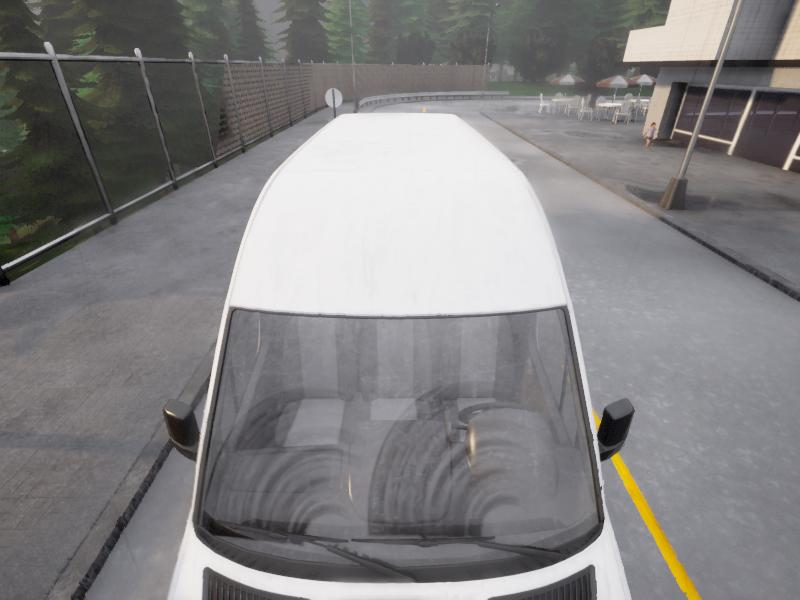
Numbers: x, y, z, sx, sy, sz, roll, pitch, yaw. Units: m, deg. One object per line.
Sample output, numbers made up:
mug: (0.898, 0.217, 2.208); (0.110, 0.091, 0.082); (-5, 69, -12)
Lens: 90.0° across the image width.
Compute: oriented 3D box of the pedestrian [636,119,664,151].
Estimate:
pedestrian: (9.886, -6.527, 15.854); (0.500, 1.100, 0.500); (1, 30, 2)

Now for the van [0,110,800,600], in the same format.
van: (-0.017, 0.047, 3.432); (1.988, 2.561, 5.915); (0, 30, 0)
